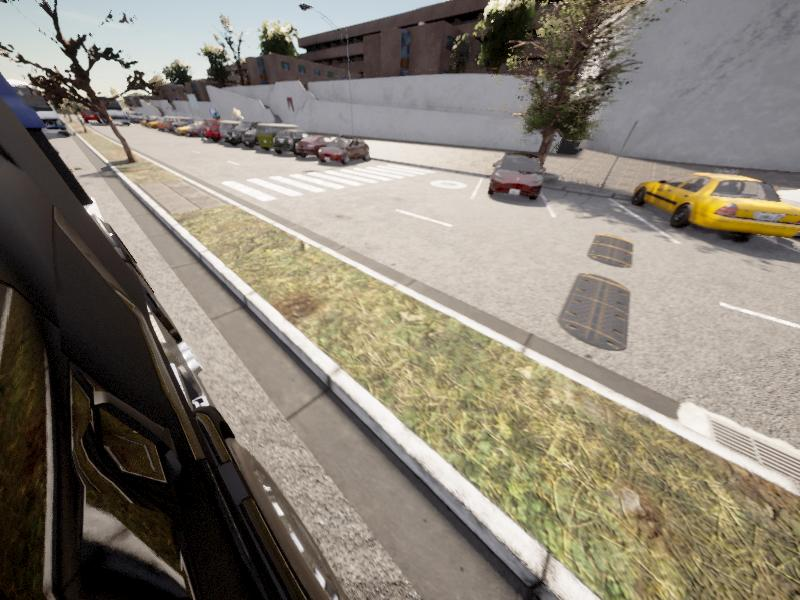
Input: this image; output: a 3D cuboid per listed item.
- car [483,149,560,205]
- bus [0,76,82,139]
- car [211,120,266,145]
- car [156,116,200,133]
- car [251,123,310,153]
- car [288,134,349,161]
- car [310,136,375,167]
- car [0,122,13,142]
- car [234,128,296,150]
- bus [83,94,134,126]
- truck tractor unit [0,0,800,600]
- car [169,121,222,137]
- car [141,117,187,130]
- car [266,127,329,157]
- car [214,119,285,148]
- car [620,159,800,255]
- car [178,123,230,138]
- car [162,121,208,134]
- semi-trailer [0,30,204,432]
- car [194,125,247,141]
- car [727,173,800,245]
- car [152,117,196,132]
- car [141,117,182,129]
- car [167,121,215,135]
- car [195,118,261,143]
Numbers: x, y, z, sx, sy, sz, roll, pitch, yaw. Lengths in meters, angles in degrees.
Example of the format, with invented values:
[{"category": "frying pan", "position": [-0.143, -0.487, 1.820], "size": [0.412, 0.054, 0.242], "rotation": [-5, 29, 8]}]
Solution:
[{"category": "car", "position": [5.275, -5.781, 10.486], "size": [2.163, 1.488, 4.792], "rotation": [15, 38, 15]}, {"category": "bus", "position": [-36.990, -19.145, 23.200], "size": [10.273, 4.253, 3.944], "rotation": [29, 44, 30]}, {"category": "car", "position": [-17.459, -18.311, 25.312], "size": [1.878, 1.987, 4.442], "rotation": [15, 38, 15]}, {"category": "car", "position": [-35.575, -28.278, 37.240], "size": [1.878, 1.987, 4.442], "rotation": [15, 38, 14]}, {"category": "car", "position": [-10.592, -14.739, 20.994], "size": [1.878, 1.987, 4.442], "rotation": [14, 38, 15]}, {"category": "car", "position": [-6.117, -11.994, 18.060], "size": [2.002, 1.452, 4.674], "rotation": [14, 38, 15]}, {"category": "car", "position": [-3.838, -10.745, 16.522], "size": [2.163, 1.488, 4.792], "rotation": [15, 38, 15]}, {"category": "car", "position": [-34.018, -13.860, 18.791], "size": [4.181, 1.385, 1.994], "rotation": [29, 44, 30]}, {"category": "car", "position": [-12.908, -15.724, 22.534], "size": [2.231, 1.521, 4.892], "rotation": [14, 38, 15]}, {"category": "bus", "position": [-57.429, -37.374, 45.513], "size": [10.273, 4.253, 3.944], "rotation": [29, 44, 30]}, {"category": "truck tractor unit", "position": [-2.645, -0.295, 0.351], "size": [6.516, 4.208, 3.053], "rotation": [28, 44, 30]}, {"category": "car", "position": [-28.820, -24.300, 32.868], "size": [1.946, 1.575, 5.366], "rotation": [15, 38, 14]}, {"category": "car", "position": [-42.409, -31.863, 41.752], "size": [1.946, 1.575, 5.366], "rotation": [15, 38, 14]}, {"category": "car", "position": [-8.382, -13.345, 19.440], "size": [2.185, 1.767, 4.553], "rotation": [14, 38, 15]}, {"category": "car", "position": [-15.162, -17.146, 23.865], "size": [2.435, 2.045, 5.566], "rotation": [15, 38, 15]}, {"category": "car", "position": [9.902, -3.444, 7.611], "size": [1.946, 1.575, 5.366], "rotation": [14, 38, 15]}, {"category": "car", "position": [-26.506, -23.111, 31.517], "size": [2.163, 1.488, 4.792], "rotation": [15, 38, 15]}, {"category": "car", "position": [-33.297, -26.874, 36.007], "size": [2.002, 1.452, 4.674], "rotation": [15, 38, 15]}, {"category": "semi-trailer", "position": [-8.808, -3.532, 4.111], "size": [14.254, 4.402, 2.717], "rotation": [27, 43, 29]}, {"category": "car", "position": [-21.969, -20.634, 28.555], "size": [2.002, 1.452, 4.674], "rotation": [14, 38, 15]}, {"category": "car", "position": [12.125, -2.073, 5.983], "size": [2.002, 1.452, 4.674], "rotation": [15, 38, 15]}, {"category": "car", "position": [-37.826, -29.514, 38.849], "size": [2.185, 1.767, 4.553], "rotation": [15, 38, 15]}, {"category": "car", "position": [-44.603, -33.225, 43.410], "size": [2.163, 1.488, 4.792], "rotation": [15, 38, 15]}, {"category": "car", "position": [-31.021, -25.643, 34.544], "size": [2.163, 1.488, 4.792], "rotation": [15, 38, 15]}, {"category": "car", "position": [-19.681, -19.648, 26.911], "size": [2.435, 2.045, 5.566], "rotation": [14, 38, 15]}]
